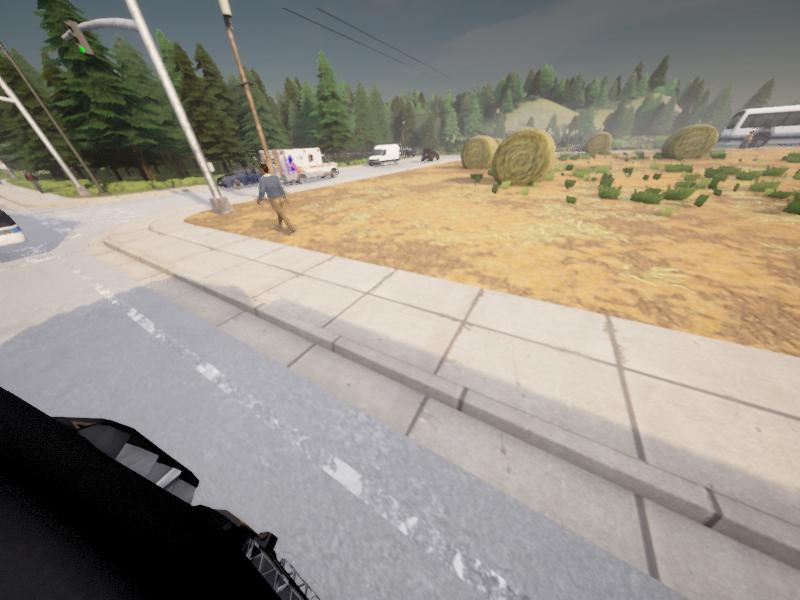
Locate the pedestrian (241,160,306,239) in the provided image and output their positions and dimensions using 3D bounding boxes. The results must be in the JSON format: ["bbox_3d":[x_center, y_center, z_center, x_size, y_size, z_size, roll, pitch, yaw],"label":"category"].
[{"bbox_3d":[-3.408,-2.750,6.374,0.751,1.860,0.751,16,38,26],"label":"pedestrian"}]

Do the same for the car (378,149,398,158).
[{"bbox_3d":[-3.159,-39.239,61.895,4.856,1.649,2.033,18,39,29],"label":"car"}]

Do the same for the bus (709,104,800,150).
[{"bbox_3d":[47.456,-21.015,28.123,10.273,4.253,3.944,18,39,29],"label":"bus"}]

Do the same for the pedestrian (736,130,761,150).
[{"bbox_3d":[41.104,-18.898,27.269,0.751,1.860,0.751,-19,37,-23],"label":"pedestrian"}]

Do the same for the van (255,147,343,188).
[{"bbox_3d":[-8.080,-11.306,19.492,2.351,2.431,6.366,17,38,27],"label":"van"}]

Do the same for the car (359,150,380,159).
[{"bbox_3d":[-8.020,-38.501,61.166,5.238,1.638,1.930,18,39,29],"label":"car"}]

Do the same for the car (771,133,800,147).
[{"bbox_3d":[52.132,-20.604,29.657,4.193,1.474,1.816,18,39,29],"label":"car"}]

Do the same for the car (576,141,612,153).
[{"bbox_3d":[31.794,-25.102,38.017,4.193,1.474,1.816,19,39,29],"label":"car"}]

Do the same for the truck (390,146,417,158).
[{"bbox_3d":[0.818,-35.755,55.923,6.274,2.098,2.390,19,39,29],"label":"truck"}]

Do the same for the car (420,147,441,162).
[{"bbox_3d":[4.973,-23.498,37.361,1.905,1.878,3.866,17,38,27],"label":"car"}]

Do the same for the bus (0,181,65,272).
[{"bbox_3d":[-15.412,-2.769,5.489,10.273,4.253,3.944,8,34,16],"label":"bus"}]

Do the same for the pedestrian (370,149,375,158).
[{"bbox_3d":[-6.580,-35.182,55.527,0.751,1.860,0.751,23,41,33],"label":"pedestrian"}]

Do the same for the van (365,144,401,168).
[{"bbox_3d":[-2.261,-20.641,33.024,1.988,2.561,5.915,17,38,27],"label":"van"}]

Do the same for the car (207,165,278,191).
[{"bbox_3d":[-12.773,-10.120,19.025,1.994,1.385,4.181,17,38,27],"label":"car"}]

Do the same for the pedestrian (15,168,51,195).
[{"bbox_3d":[-29.946,-9.683,18.883,0.751,1.860,0.751,20,40,30],"label":"pedestrian"}]
